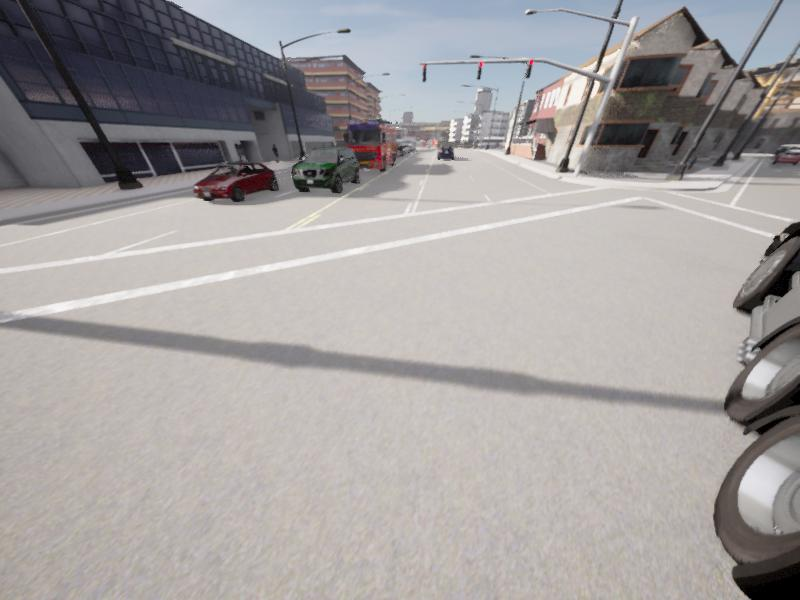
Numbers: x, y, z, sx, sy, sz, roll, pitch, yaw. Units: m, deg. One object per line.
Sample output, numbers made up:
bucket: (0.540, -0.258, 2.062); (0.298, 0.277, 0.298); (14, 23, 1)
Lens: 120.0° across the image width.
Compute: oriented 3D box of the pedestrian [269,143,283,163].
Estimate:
pedestrian: (-14.188, -16.840, 26.480); (0.751, 1.860, 0.751); (6, 35, 9)

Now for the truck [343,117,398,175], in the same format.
truck: (-2.284, -14.618, 21.878); (2.891, 3.827, 8.468); (5, 35, 7)

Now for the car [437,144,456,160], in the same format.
car: (6.457, -20.667, 32.132); (2.242, 1.667, 4.611); (5, 36, 7)

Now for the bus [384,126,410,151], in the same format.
bus: (-0.399, -35.775, 51.381); (3.944, 4.253, 10.273); (5, 34, 7)

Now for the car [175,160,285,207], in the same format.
car: (-7.912, -5.903, 11.394); (1.816, 1.474, 4.193); (5, 35, 7)

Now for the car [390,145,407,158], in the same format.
car: (-0.163, -22.351, 34.671); (1.816, 1.474, 4.193); (5, 36, 7)

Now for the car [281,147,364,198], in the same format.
car: (-3.960, -7.561, 13.298); (2.150, 2.045, 5.566); (5, 35, 7)

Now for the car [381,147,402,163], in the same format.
car: (-1.046, -18.727, 29.689); (1.812, 1.442, 4.674); (5, 36, 7)

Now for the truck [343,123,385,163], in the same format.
truck: (-4.369, -20.705, 30.417); (2.891, 3.827, 8.468); (5, 36, 7)

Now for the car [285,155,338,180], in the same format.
car: (-6.717, -10.496, 18.164); (1.994, 1.385, 4.181); (5, 35, 8)

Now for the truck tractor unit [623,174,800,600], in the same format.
truck tractor unit: (4.946, -0.437, 0.987); (6.516, 4.208, 3.053); (-24, 41, -31)

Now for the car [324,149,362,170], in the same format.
car: (-5.675, -14.626, 23.885); (2.038, 1.542, 4.974); (5, 36, 7)
